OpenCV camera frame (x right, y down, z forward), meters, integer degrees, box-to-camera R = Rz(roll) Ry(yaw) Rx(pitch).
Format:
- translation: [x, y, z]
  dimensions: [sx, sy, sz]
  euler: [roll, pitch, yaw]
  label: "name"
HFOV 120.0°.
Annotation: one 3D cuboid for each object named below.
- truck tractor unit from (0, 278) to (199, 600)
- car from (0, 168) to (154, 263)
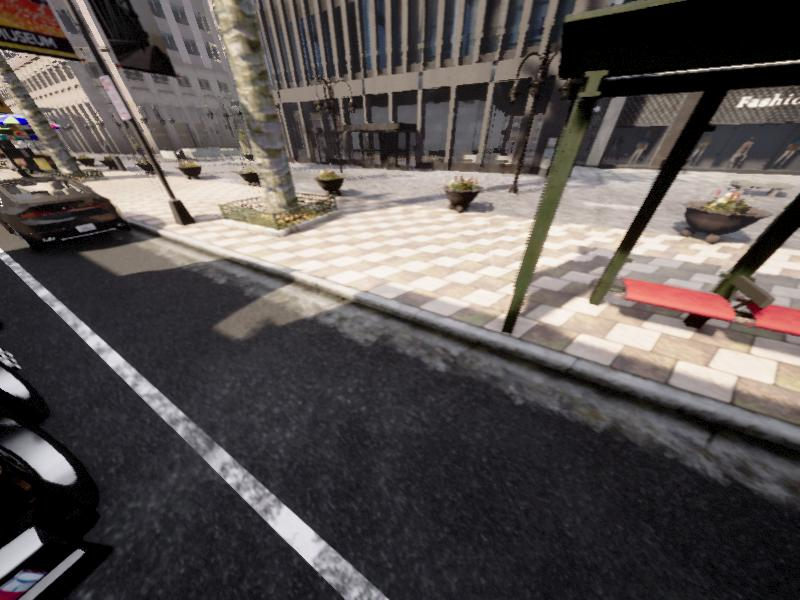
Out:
- translation: [-5.141, -0.269, 0.749]
  dimensions: [6.516, 4.208, 3.053]
  euler: [17, 39, 23]
  label: "truck tractor unit"
- translation: [-10.013, -2.679, 6.601]
  dimensions: [4.892, 1.521, 2.231]
  euler: [17, 39, 23]
  label: "car"
